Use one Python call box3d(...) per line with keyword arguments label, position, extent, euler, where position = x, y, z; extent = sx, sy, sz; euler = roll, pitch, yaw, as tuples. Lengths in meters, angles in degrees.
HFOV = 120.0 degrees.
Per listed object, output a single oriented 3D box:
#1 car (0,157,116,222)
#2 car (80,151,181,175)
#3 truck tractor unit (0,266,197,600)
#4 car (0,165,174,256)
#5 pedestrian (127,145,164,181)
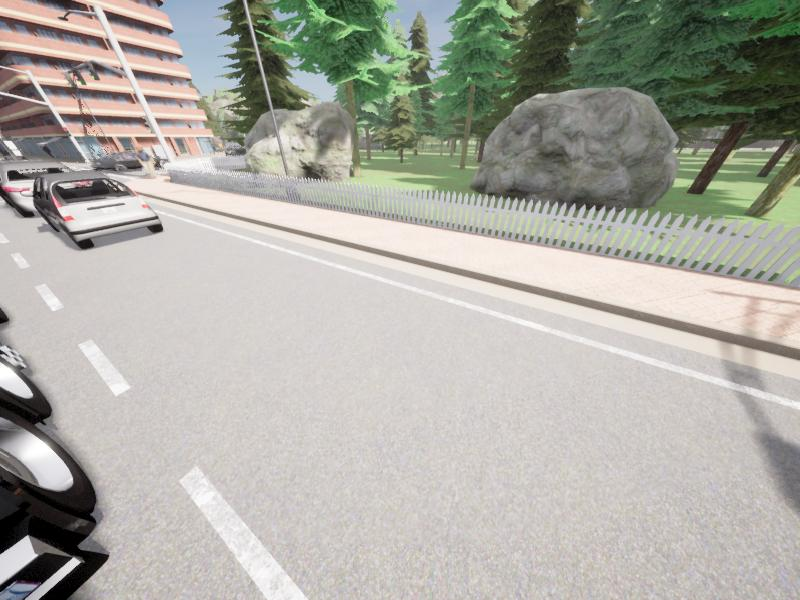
box3d(label="car", position=(-14.320, -4.613, 9.263), extent=(4.611, 1.667, 2.242), euler=(19, 39, 25))
box3d(label="car", position=(-23.214, -12.109, 20.238), extent=(2.033, 1.411, 5.357), euler=(19, 39, 25))
box3d(label="truck tractor unit", position=(-5.114, -0.298, 0.774), extent=(6.516, 4.208, 3.053), euler=(18, 39, 24))
box3d(label="car", position=(-8.950, -2.775, 6.640), extent=(3.988, 1.617, 1.851), euler=(18, 39, 25))
box3d(label="pedestrian", position=(-15.986, -8.637, 14.577), extent=(0.751, 1.860, 0.751), euler=(-21, 40, -27))
